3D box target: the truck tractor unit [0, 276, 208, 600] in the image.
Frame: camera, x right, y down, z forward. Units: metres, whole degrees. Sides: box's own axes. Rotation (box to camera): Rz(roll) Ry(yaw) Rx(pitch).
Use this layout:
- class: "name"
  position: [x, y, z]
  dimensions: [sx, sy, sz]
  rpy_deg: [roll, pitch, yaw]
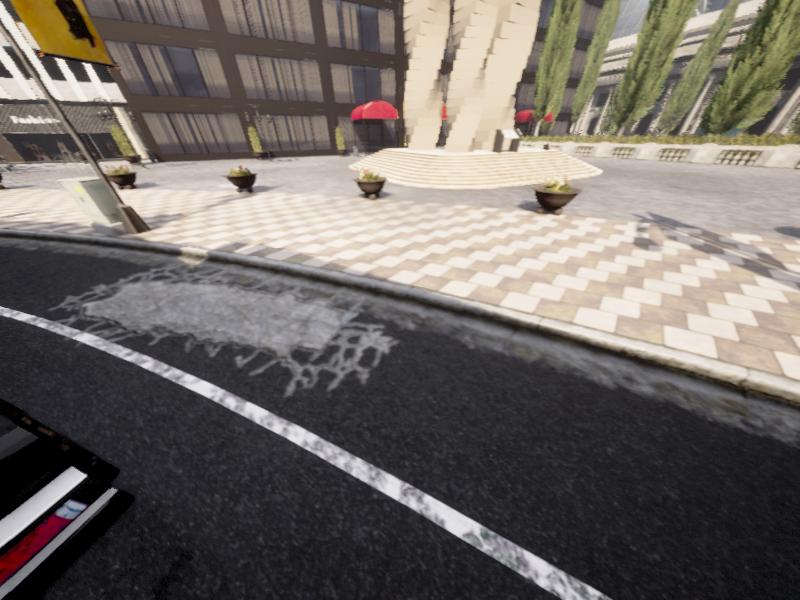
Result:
- class: "truck tractor unit"
  position: [-5.273, -0.093, 0.498]
  dimensions: [6.516, 4.208, 3.053]
  rpy_deg: [11, 37, 15]
